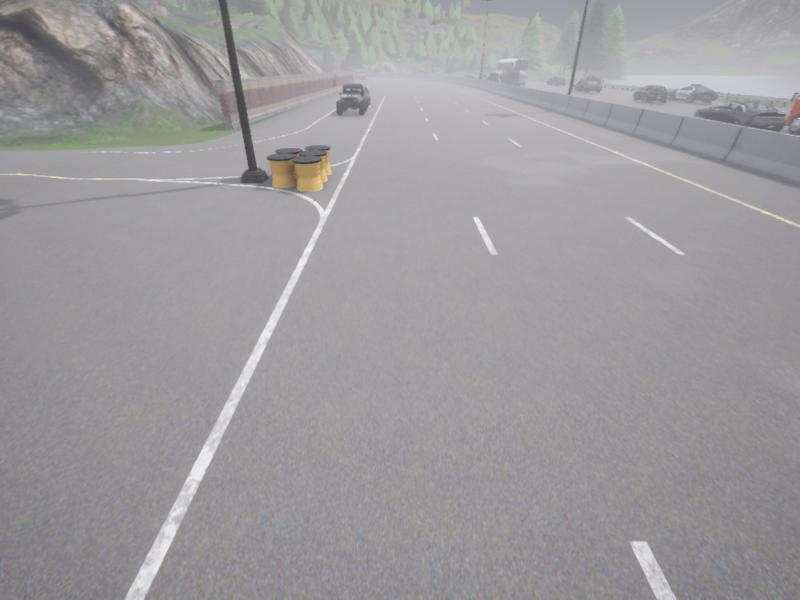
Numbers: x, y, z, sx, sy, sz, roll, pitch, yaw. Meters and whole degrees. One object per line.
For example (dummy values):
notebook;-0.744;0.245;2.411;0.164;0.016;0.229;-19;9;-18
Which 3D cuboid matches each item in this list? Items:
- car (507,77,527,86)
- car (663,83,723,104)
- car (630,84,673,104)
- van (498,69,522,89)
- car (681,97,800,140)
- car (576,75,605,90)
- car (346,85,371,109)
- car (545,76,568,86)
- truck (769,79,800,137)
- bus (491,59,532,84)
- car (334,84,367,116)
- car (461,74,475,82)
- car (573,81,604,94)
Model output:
car;20.823;-38.898;71.219;1.895;1.301;4.718;-2;30;-3
car;28.003;-19.891;38.496;2.038;1.542;4.974;0;30;0
car;23.981;-19.754;38.319;1.816;1.474;4.193;4;30;6
van;17.528;-35.508;64.159;1.988;2.561;5.915;0;30;0
car;17.508;-9.571;20.874;2.128;1.511;4.902;0;30;0
car;28.013;-32.108;59.046;1.932;1.855;4.605;0;30;0
car;-3.485;-17.397;34.205;1.789;1.549;3.705;0;30;0
car;27.823;-39.040;71.316;2.007;1.525;4.514;-2;30;-3
truck;21.009;-8.721;18.469;2.627;2.467;5.204;0;30;0
bus;22.894;-47.464;82.939;3.944;4.253;10.273;-5;31;-8
car;-3.488;-14.566;29.031;1.905;1.878;3.866;0;30;0
car;15.010;-49.101;88.403;1.789;1.549;3.705;-6;31;-10
car;24.520;-27.803;52.249;1.895;1.301;4.718;0;30;0
